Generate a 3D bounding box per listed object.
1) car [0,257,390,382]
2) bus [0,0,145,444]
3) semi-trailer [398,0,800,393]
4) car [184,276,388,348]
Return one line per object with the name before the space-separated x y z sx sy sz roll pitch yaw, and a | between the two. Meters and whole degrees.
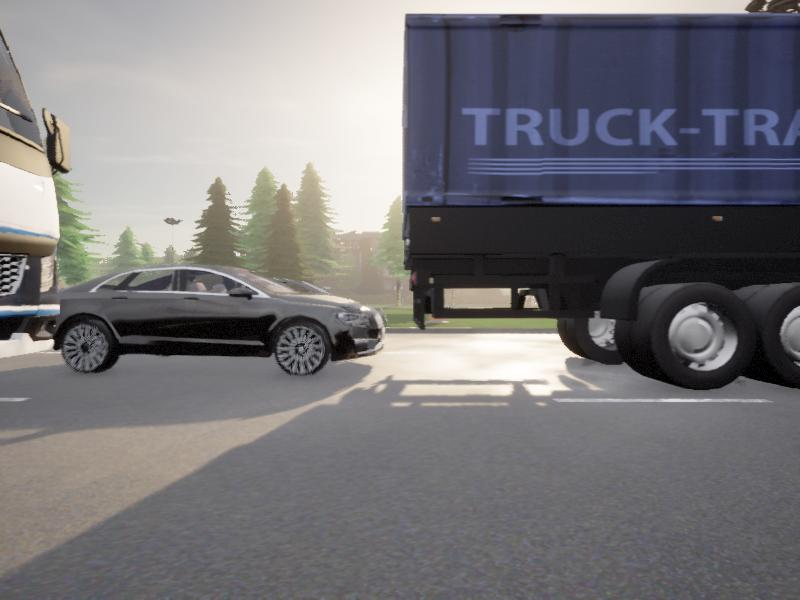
car | -2.682 0.232 6.061 4.902 1.511 2.128 0 0 3
bus | -7.876 -1.145 2.329 10.273 4.253 3.944 0 0 0
semi-trailer | 7.105 -1.211 5.619 14.254 4.402 2.717 0 0 0
car | -2.390 0.250 9.205 4.193 1.474 1.816 0 0 0
